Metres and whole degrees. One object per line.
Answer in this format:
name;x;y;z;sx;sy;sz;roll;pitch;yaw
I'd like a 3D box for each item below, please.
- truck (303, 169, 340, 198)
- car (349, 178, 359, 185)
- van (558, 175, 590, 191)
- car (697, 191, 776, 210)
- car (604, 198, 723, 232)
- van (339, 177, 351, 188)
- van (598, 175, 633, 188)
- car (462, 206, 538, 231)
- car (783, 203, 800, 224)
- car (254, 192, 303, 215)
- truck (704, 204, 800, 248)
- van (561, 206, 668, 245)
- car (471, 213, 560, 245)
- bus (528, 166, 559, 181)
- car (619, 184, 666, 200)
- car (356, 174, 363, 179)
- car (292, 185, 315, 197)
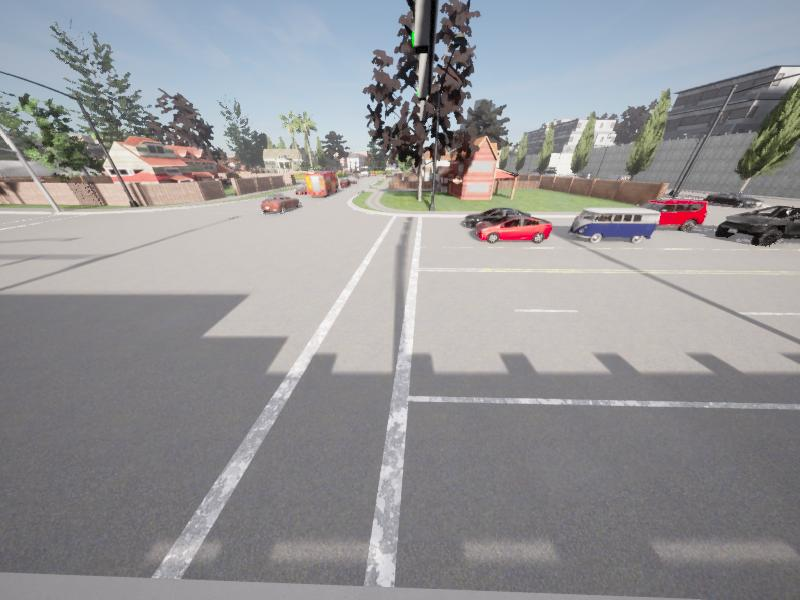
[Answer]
truck;-12.777;-19.658;38.629;2.891;3.827;8.468;0;30;1
car;-12.802;-32.990;64.251;1.895;1.301;4.718;0;30;0
van;36.638;-24.875;48.954;1.988;2.561;5.915;0;30;1
car;39.770;-11.948;27.589;2.128;1.511;4.902;0;30;1
car;19.510;-6.423;17.472;5.566;2.045;2.150;0;30;2
van;-12.805;-27.304;53.712;1.775;1.987;4.442;-1;30;-1
van;51.763;-28.741;55.756;2.351;2.431;6.366;0;30;1
car;7.532;-6.367;17.939;4.892;1.490;1.837;1;30;1
car;34.557;-6.829;18.758;1.970;1.475;3.806;18;35;28
car;-12.835;-10.452;24.876;2.152;1.651;5.027;3;30;6
truck;24.098;-4.604;14.283;6.274;2.098;2.390;1;30;2
van;13.318;-4.758;14.662;4.442;1.987;1.775;1;30;1
car;7.219;-4.633;14.904;4.514;1.525;2.007;1;30;1
bus;48.548;-43.190;78.942;3.944;4.253;10.273;0;30;1
car;36.396;-16.397;34.927;1.932;1.855;4.605;0;30;1
car;-16.387;-49.900;93.259;1.801;1.575;5.366;0;30;0
car;-16.224;-18.452;38.996;1.994;1.385;4.181;0;30;0
